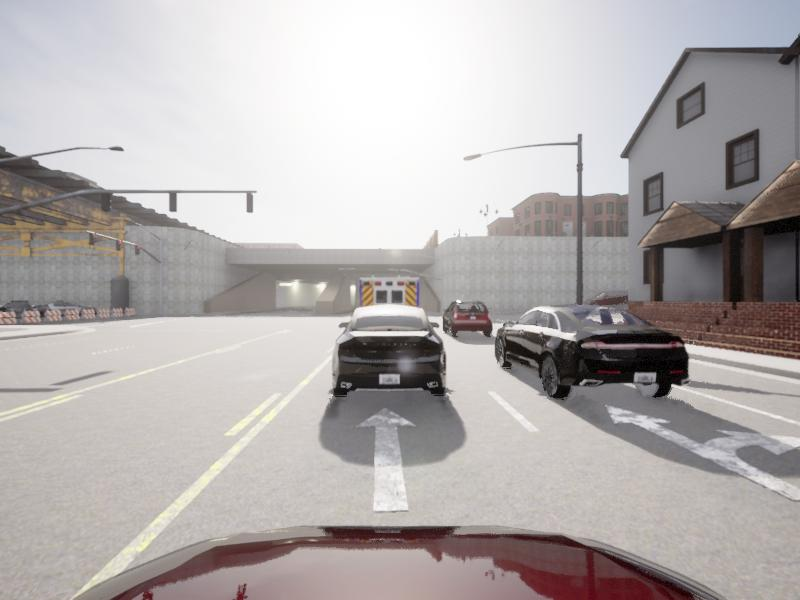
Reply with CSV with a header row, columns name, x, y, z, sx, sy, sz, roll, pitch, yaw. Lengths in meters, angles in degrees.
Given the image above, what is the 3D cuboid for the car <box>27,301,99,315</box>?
name,x,y,z,sx,sy,sz,roll,pitch,yaw
car,-29.982,0.669,35.775,1.853,1.218,4.536,0,0,27

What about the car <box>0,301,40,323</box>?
name,x,y,z,sx,sy,sz,roll,pitch,yaw
car,-29.022,0.822,30.478,2.038,1.542,4.974,0,0,-38

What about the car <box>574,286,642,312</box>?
name,x,y,z,sx,sy,sz,roll,pitch,yaw
car,17.660,-0.062,34.092,4.674,1.442,1.812,-9,0,-2

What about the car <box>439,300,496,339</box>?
name,x,y,z,sx,sy,sz,roll,pitch,yaw
car,3.012,0.804,18.663,1.851,1.617,3.988,0,0,-1

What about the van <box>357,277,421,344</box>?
name,x,y,z,sx,sy,sz,roll,pitch,yaw
van,-0.484,0.399,17.930,2.351,2.431,6.366,0,0,-2

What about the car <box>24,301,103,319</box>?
name,x,y,z,sx,sy,sz,roll,pitch,yaw
car,-29.959,0.827,35.821,2.038,1.542,4.974,0,0,27

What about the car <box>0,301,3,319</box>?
name,x,y,z,sx,sy,sz,roll,pitch,yaw
car,-28.919,0.661,25.833,1.853,1.218,4.536,0,0,42

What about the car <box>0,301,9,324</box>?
name,x,y,z,sx,sy,sz,roll,pitch,yaw
car,-28.885,0.819,25.872,2.038,1.542,4.974,0,0,42

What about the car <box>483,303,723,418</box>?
name,x,y,z,sx,sy,sz,roll,pitch,yaw
car,3.284,0.844,7.898,2.128,1.511,4.902,0,0,-2

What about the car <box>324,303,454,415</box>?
name,x,y,z,sx,sy,sz,roll,pitch,yaw
car,-0.216,0.853,8.092,1.837,1.490,4.892,0,0,-2
